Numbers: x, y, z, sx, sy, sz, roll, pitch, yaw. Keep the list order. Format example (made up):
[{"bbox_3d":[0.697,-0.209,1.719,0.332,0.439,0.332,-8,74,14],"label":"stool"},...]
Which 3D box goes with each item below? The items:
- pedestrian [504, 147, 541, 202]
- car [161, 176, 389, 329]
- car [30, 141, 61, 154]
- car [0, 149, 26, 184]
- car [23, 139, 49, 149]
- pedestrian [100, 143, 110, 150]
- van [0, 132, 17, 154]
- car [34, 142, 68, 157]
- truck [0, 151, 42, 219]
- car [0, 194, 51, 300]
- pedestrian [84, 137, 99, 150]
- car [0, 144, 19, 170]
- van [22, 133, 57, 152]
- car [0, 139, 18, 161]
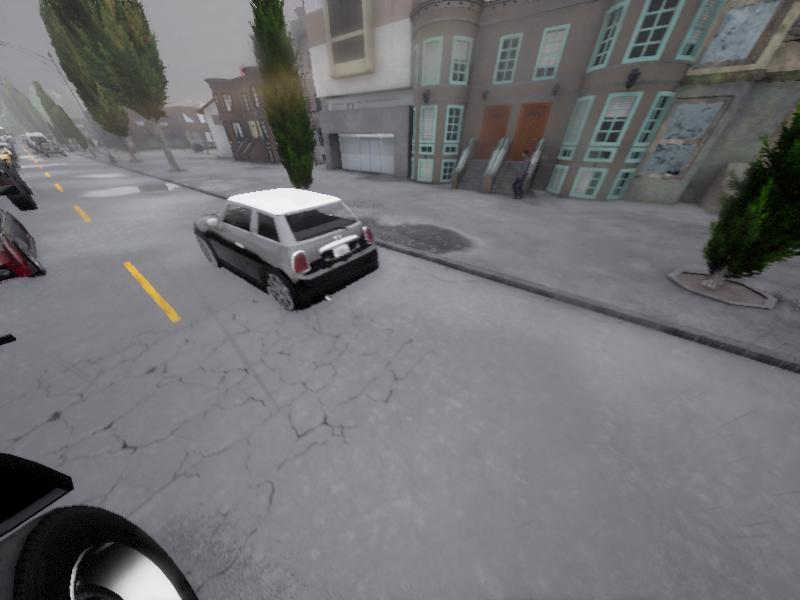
[{"bbox_3d":[4.981,-5.116,9.445,0.751,1.860,0.751,20,40,26],"label":"pedestrian"},{"bbox_3d":[-2.340,-1.296,4.463,3.806,1.475,1.970,23,41,29],"label":"car"},{"bbox_3d":[-53.709,-23.157,35.016,3.988,1.617,1.851,23,41,29],"label":"car"},{"bbox_3d":[-24.372,-7.821,13.500,4.902,1.511,2.128,23,41,29],"label":"car"},{"bbox_3d":[-77.618,-33.325,49.244,4.611,1.667,2.242,23,41,29],"label":"car"},{"bbox_3d":[-54.965,-28.696,43.067,0.500,1.100,0.500,10,36,14],"label":"pedestrian"},{"bbox_3d":[-58.447,-22.750,33.474,5.915,2.561,1.988,23,41,29],"label":"van"},{"bbox_3d":[-45.774,-19.789,30.286,3.705,1.549,1.789,23,41,28],"label":"car"},{"bbox_3d":[-15.915,-4.467,8.295,6.274,2.098,2.390,23,41,29],"label":"truck"},{"bbox_3d":[-8.646,-1.075,4.178,4.181,1.385,1.994,23,41,29],"label":"car"},{"bbox_3d":[-56.010,-28.422,41.980,0.751,1.860,0.751,22,41,28],"label":"pedestrian"},{"bbox_3d":[-33.371,-11.678,18.837,5.366,1.575,1.801,23,41,29],"label":"car"},{"bbox_3d":[-60.477,-26.468,38.747,5.915,2.561,1.988,23,41,29],"label":"van"},{"bbox_3d":[-43.871,-16.261,25.004,4.605,1.855,1.932,22,41,29],"label":"car"}]
